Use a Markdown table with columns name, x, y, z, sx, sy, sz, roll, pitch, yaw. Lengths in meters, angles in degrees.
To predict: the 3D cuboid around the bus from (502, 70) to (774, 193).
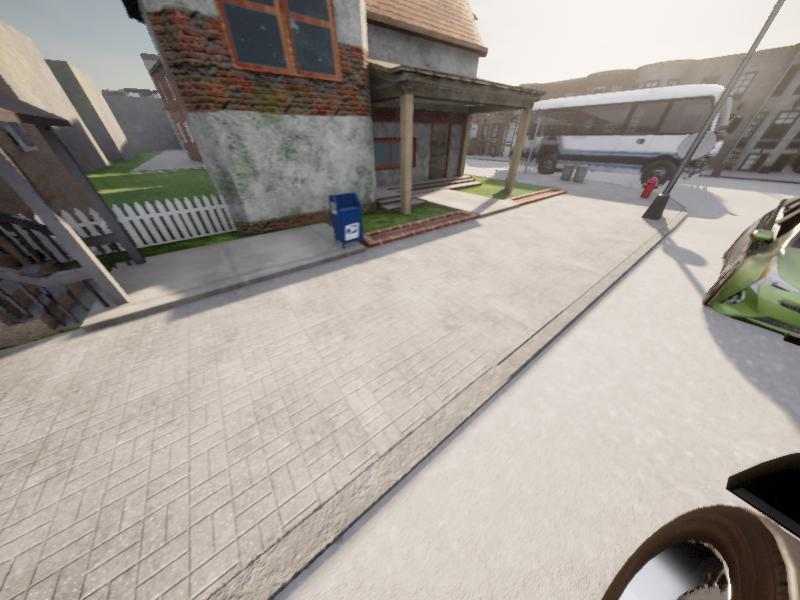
| name | x | y | z | sx | sy | sz | roll | pitch | yaw |
| --- | --- | --- | --- | --- | --- | --- | --- | --- | --- |
| bus | 12.560 | -9.956 | 14.234 | 3.944 | 4.253 | 10.273 | -24 | 41 | -29 |

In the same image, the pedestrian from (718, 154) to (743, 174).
| name | x | y | z | sx | sy | sz | roll | pitch | yaw |
| --- | --- | --- | --- | --- | --- | --- | --- | --- | --- |
| pedestrian | 22.348 | -9.223 | 15.640 | 0.500 | 1.100 | 0.500 | -25 | 42 | -31 |

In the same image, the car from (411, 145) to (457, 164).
| name | x | y | z | sx | sy | sz | roll | pitch | yaw |
| --- | --- | --- | --- | --- | --- | --- | --- | --- | --- |
| car | 3.468 | -15.642 | 24.733 | 1.837 | 1.490 | 4.892 | -24 | 42 | -29 |

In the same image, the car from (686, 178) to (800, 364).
| name | x | y | z | sx | sy | sz | roll | pitch | yaw |
| --- | --- | --- | --- | --- | --- | --- | --- | --- | --- |
| car | 6.616 | -0.646 | 3.451 | 4.514 | 1.525 | 2.007 | -24 | 42 | -30 |
